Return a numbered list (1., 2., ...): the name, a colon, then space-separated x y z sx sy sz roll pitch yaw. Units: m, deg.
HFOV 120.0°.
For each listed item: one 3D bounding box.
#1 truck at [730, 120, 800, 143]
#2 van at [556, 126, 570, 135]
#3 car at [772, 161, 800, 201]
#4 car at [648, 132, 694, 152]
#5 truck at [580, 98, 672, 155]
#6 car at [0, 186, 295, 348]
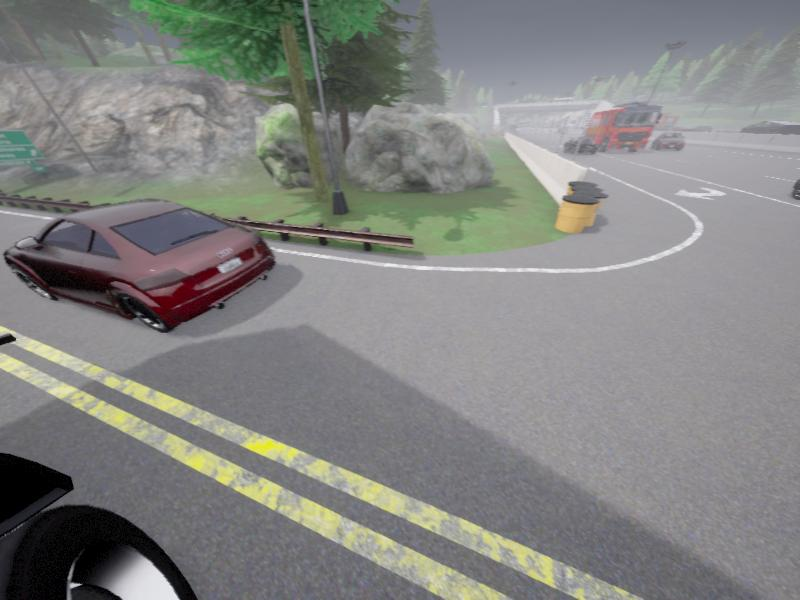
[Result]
1. truck: 46.042 -21.042 28.757 2.390 2.098 6.274 10 38 15
2. van: 46.104 -48.027 65.366 1.775 1.987 4.442 10 38 15
3. car: 14.695 -3.265 6.381 2.242 1.667 4.611 10 38 15
4. car: 26.690 -15.737 22.919 1.816 1.474 4.193 20 42 26
5. truck: 21.779 -17.288 23.246 2.891 3.827 8.468 10 38 15
6. car: -4.339 -0.873 3.871 4.181 1.385 1.994 10 38 16
